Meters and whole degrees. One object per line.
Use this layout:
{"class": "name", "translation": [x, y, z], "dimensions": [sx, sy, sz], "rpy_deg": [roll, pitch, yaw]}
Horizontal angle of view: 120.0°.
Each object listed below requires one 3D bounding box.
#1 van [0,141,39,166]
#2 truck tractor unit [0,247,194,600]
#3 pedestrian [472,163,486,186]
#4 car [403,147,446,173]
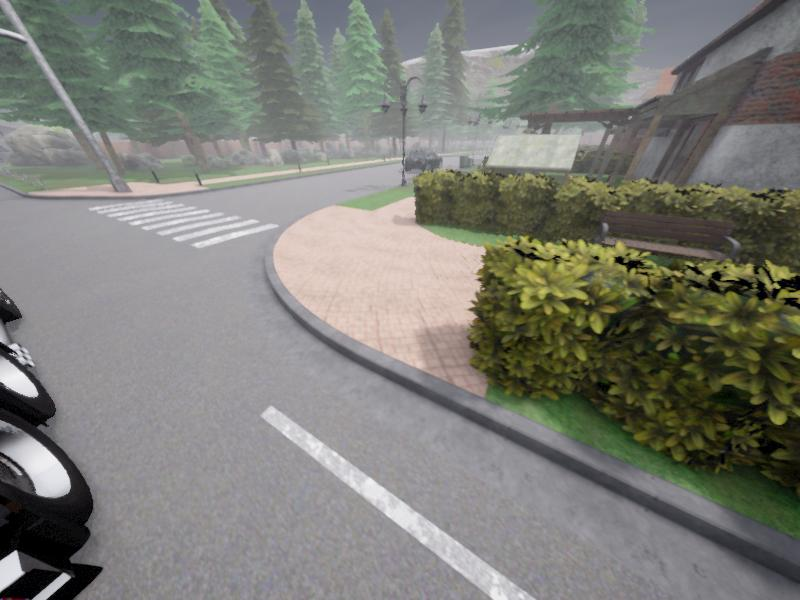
{"class": "van", "translation": [-51.203, -18.295, 28.808], "dimensions": [1.988, 2.561, 5.915], "rpy_deg": [18, 39, 24]}
{"class": "truck tractor unit", "translation": [-5.083, -0.327, 0.820], "dimensions": [6.516, 4.208, 3.053], "rpy_deg": [20, 39, 25]}
{"class": "pedestrian", "translation": [4.633, -7.378, 13.568], "dimensions": [0.500, 1.100, 0.500], "rpy_deg": [17, 38, 23]}
{"class": "car", "translation": [2.323, -13.062, 21.453], "dimensions": [2.097, 1.767, 4.553], "rpy_deg": [18, 39, 25]}
